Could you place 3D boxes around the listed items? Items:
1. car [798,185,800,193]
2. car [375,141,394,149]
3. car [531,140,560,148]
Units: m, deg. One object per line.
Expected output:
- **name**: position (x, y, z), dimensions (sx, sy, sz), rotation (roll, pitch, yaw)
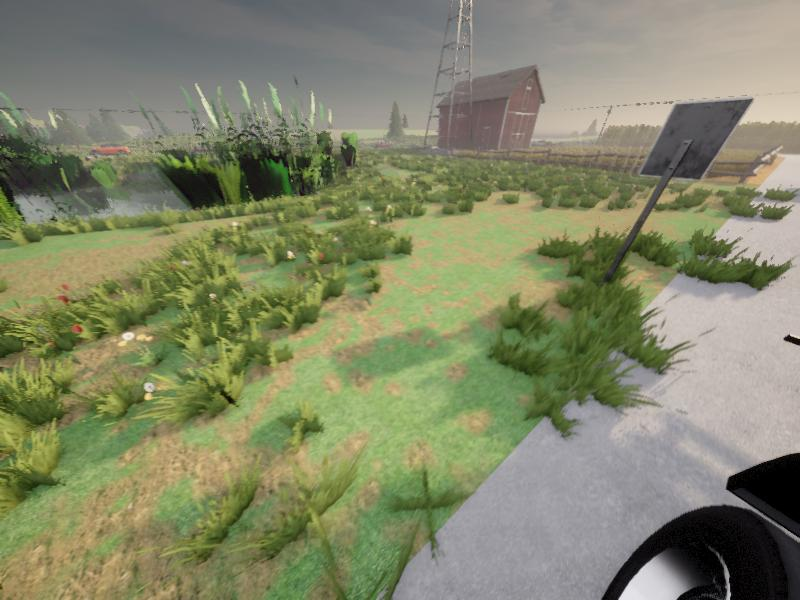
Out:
- **car**: position (19.388, -5.124, 9.873), dimensions (4.718, 1.301, 1.895), rotation (-24, 41, -29)
- **car**: position (-3.604, -36.020, 53.724), dimensions (3.806, 1.475, 1.970), rotation (-18, 39, -23)
- **car**: position (33.187, -35.762, 52.907), dimensions (2.038, 1.542, 4.974), rotation (-22, 41, -28)
